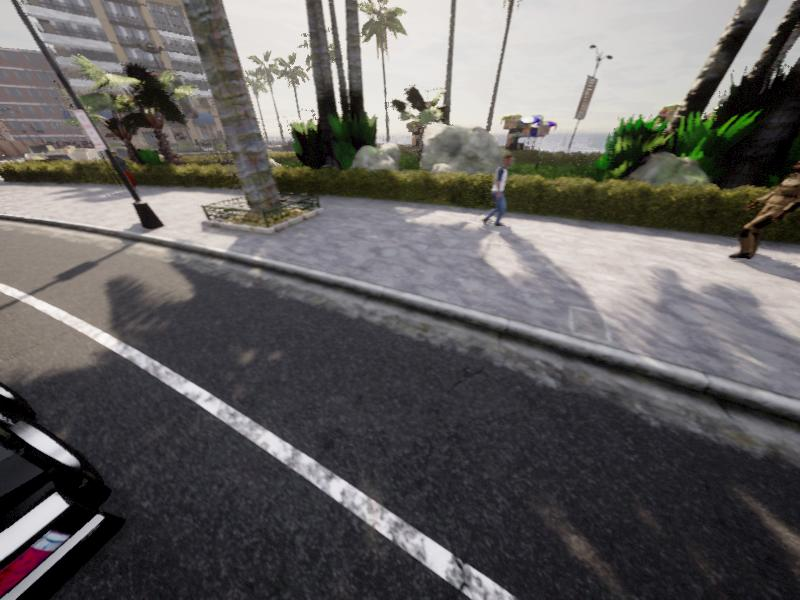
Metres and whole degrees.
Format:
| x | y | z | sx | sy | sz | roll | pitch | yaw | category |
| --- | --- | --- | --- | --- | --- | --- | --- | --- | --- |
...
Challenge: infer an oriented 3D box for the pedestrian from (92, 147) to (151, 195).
| x | y | z | sx | sy | sz | roll | pitch | yaw | category |
| --- | --- | --- | --- | --- | --- | --- | --- | --- | --- |
| -12.853 | -5.969 | 10.728 | 0.751 | 1.860 | 0.751 | 8 | 36 | 13 | pedestrian |

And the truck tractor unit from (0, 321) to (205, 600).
| x | y | z | sx | sy | sz | roll | pitch | yaw | category |
| --- | --- | --- | --- | --- | --- | --- | --- | --- | --- |
| -5.218 | -0.176 | 0.624 | 6.516 | 4.208 | 3.053 | 14 | 38 | 19 | truck tractor unit |

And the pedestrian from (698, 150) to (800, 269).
| x | y | z | sx | sy | sz | roll | pitch | yaw | category |
| --- | --- | --- | --- | --- | --- | --- | --- | --- | --- |
| 6.909 | -1.642 | 4.276 | 0.751 | 1.860 | 0.751 | 16 | 38 | 22 | pedestrian |

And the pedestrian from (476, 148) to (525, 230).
| x | y | z | sx | sy | sz | roll | pitch | yaw | category |
| --- | --- | --- | --- | --- | --- | --- | --- | --- | --- |
| 2.577 | -2.928 | 6.170 | 0.751 | 1.860 | 0.751 | 8 | 36 | 12 | pedestrian |
